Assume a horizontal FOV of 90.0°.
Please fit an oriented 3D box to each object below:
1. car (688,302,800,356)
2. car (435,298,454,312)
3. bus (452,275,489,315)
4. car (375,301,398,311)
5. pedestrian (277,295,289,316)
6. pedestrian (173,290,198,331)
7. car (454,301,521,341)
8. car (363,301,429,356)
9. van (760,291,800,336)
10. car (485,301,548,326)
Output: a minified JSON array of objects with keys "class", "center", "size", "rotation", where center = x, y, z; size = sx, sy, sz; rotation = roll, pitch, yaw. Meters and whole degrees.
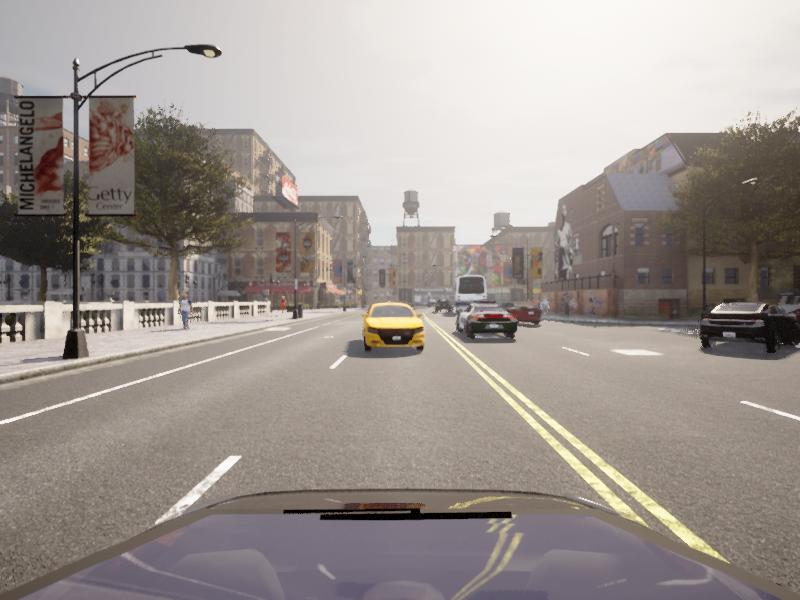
[{"class":"car","center":[11.946,0.836,13.632],"size":[4.902,1.511,2.128],"rotation":[0,0,-37]},{"class":"car","center":[5.904,0.654,52.597],"size":[1.932,1.855,4.605],"rotation":[0,0,15]},{"class":"bus","center":[8.296,-0.531,48.133],"size":[3.944,4.253,10.273],"rotation":[-1,0,8]},{"class":"car","center":[-1.999,0.867,61.206],"size":[2.002,1.452,4.674],"rotation":[0,0,20]},{"class":"pedestrian","center":[-10.186,0.487,34.855],"size":[0.751,1.860,0.751],"rotation":[0,0,9]},{"class":"pedestrian","center":[-10.062,0.486,18.786],"size":[0.751,1.860,0.751],"rotation":[0,0,1]},{"class":"car","center":[3.785,0.829,18.312],"size":[2.038,1.542,4.974],"rotation":[0,0,1]},{"class":"car","center":[-0.325,0.823,13.978],"size":[1.882,1.535,5.008],"rotation":[0,0,-5]},{"class":"van","center":[19.892,0.600,18.711],"size":[4.442,1.987,1.775],"rotation":[0,0,1]},{"class":"car","center":[7.719,0.852,27.065],"size":[2.163,1.488,4.792],"rotation":[0,0,-10]}]
